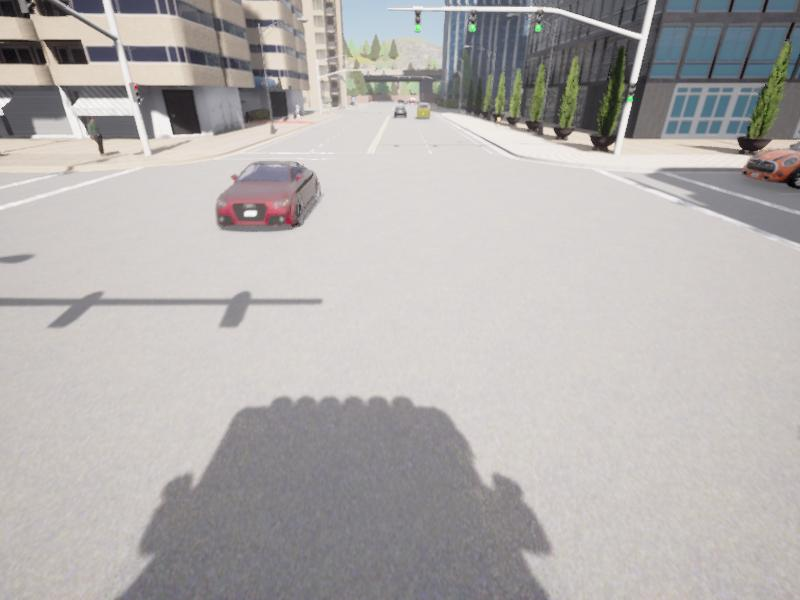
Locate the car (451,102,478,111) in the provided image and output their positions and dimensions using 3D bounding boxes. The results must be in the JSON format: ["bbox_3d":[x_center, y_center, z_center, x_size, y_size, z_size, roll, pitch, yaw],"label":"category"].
[{"bbox_3d":[13.254,-40.111,82.754,5.238,1.638,1.930,0,27,0],"label":"car"}]

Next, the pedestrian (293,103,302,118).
[{"bbox_3d":[-13.529,-25.071,52.910,0.751,1.860,0.751,-1,27,-2],"label":"pedestrian"}]

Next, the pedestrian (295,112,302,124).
[{"bbox_3d":[-10.925,-19.633,43.172,0.500,1.100,0.500,0,27,1],"label":"pedestrian"}]

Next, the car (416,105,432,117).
[{"bbox_3d":[3.566,-28.380,60.085,2.007,1.525,4.514,0,27,0],"label":"car"}]

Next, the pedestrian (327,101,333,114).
[{"bbox_3d":[-11.441,-31.399,65.206,0.751,1.860,0.751,0,27,-1],"label":"pedestrian"}]

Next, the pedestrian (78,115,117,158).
[{"bbox_3d":[-14.914,-8.065,19.742,0.751,1.860,0.751,2,27,5],"label":"pedestrian"}]

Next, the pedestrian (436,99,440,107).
[{"bbox_3d":[9.263,-47.745,96.963,0.751,1.860,0.751,0,27,0],"label":"pedestrian"}]

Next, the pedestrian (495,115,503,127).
[{"bbox_3d":[9.501,-17.236,38.508,0.500,1.100,0.500,0,27,-1],"label":"pedestrian"}]

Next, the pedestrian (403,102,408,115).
[{"bbox_3d":[0.853,-31.630,65.983,0.751,1.860,0.751,-5,28,-9],"label":"pedestrian"}]

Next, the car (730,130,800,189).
[{"bbox_3d":[15.339,-5.119,14.468,4.553,1.767,2.097,0,27,1],"label":"car"}]

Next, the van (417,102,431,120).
[{"bbox_3d":[3.237,-25.748,54.469,1.775,1.987,4.442,2,27,3],"label":"van"}]

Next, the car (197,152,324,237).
[{"bbox_3d":[-3.495,-3.082,11.035,1.994,1.385,4.181,0,27,0],"label":"car"}]

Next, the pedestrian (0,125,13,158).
[{"bbox_3d":[-20.034,-7.976,19.570,0.751,1.860,0.751,-1,27,-1],"label":"pedestrian"}]

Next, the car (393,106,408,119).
[{"bbox_3d":[0.062,-27.019,57.443,2.007,1.525,4.514,0,27,0],"label":"car"}]
